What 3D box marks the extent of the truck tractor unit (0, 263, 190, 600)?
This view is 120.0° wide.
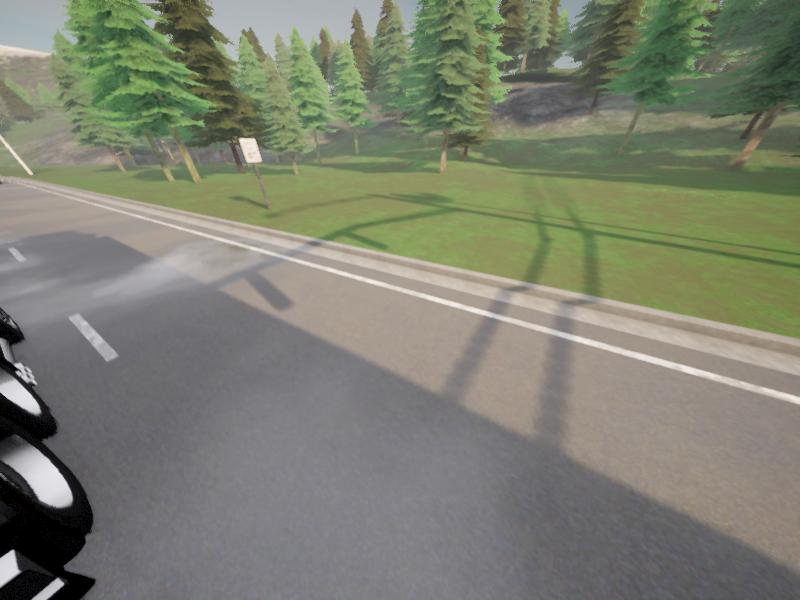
[{"bbox_3d":[-5.141,-0.222,0.946,6.516,4.208,3.053,15,34,27],"label":"truck tractor unit"}]
